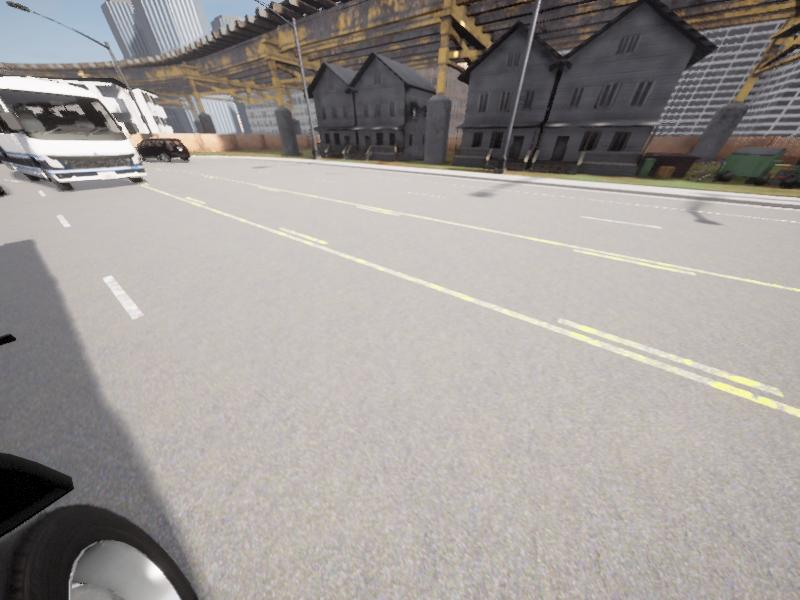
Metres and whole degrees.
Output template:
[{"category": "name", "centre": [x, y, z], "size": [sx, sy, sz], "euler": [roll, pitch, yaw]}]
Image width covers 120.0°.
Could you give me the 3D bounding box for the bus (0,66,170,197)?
[{"category": "bus", "centre": [-18.406, -8.684, 12.389], "size": [10.273, 4.253, 3.944], "euler": [17, 38, 23]}]

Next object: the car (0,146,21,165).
[{"category": "car", "centre": [-39.664, -13.139, 21.003], "size": [5.357, 1.411, 2.033], "euler": [-8, 36, -11]}]

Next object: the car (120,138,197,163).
[{"category": "car", "centre": [-24.795, -15.444, 23.842], "size": [5.566, 2.045, 2.150], "euler": [7, 36, 9]}]

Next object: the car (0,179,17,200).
[{"category": "car", "centre": [-19.620, -5.409, 10.206], "size": [5.357, 1.411, 2.033], "euler": [21, 40, 26]}]
